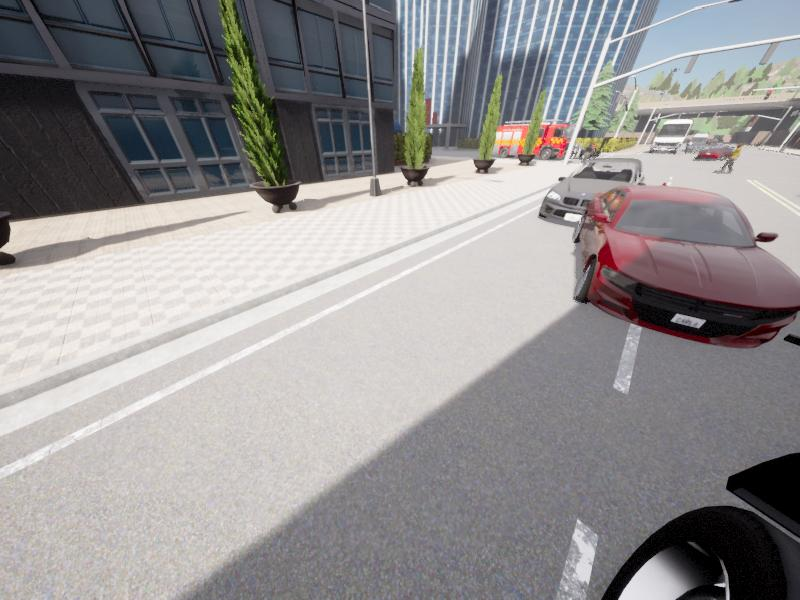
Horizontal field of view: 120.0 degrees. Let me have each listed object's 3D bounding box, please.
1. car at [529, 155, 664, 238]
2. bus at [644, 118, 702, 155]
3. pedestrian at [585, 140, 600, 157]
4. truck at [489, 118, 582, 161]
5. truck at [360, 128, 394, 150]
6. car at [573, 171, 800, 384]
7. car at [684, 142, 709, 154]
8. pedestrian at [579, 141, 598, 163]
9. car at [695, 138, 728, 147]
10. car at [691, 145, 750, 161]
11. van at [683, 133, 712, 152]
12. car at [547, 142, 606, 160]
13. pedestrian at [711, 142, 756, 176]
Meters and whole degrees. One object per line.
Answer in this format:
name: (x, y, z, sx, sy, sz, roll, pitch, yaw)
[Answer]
car: (6.623, -3.722, 7.716, 4.611, 1.667, 2.242, -30, 44, -35)
bus: (43.203, -25.911, 36.701, 3.944, 4.253, 10.273, 30, 45, 35)
pedestrian: (25.346, -19.994, 30.469, 0.751, 1.860, 0.751, 13, 37, 18)
truck: (15.815, -19.308, 27.906, 2.891, 3.827, 8.468, -30, 45, -35)
truck: (-5.299, -36.823, 52.959, 8.468, 3.827, 2.891, 29, 45, 35)
car: (4.619, -1.205, 4.255, 1.882, 1.535, 5.008, 19, 39, 25)
car: (46.328, -23.818, 36.143, 1.812, 1.442, 4.674, 30, 45, 35)
pedestrian: (18.904, -14.865, 23.232, 0.751, 1.860, 0.751, -30, 45, -35)
car: (79.644, -40.384, 59.206, 2.033, 1.649, 4.856, 2, 35, 4)
car: (35.712, -16.408, 25.763, 4.181, 1.385, 1.994, -9, 36, -13)
van: (51.781, -27.459, 40.322, 1.988, 2.561, 5.915, 30, 45, 35)
car: (21.336, -18.212, 28.202, 5.238, 1.638, 1.930, 29, 45, 35)
pedestrian: (22.549, -9.568, 15.677, 0.751, 1.860, 0.751, 17, 39, 23)
